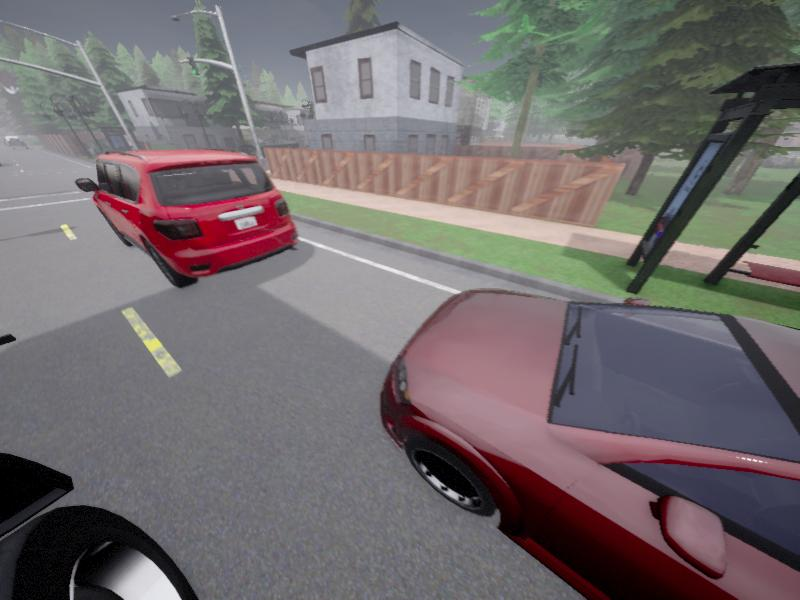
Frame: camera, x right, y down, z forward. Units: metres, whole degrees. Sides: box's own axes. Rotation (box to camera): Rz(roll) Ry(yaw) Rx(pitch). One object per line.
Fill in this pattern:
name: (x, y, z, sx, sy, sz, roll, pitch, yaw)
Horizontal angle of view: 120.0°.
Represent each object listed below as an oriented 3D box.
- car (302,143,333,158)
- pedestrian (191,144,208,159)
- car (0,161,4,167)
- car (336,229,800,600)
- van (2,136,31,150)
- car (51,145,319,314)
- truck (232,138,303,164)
car: (-10.950, -20.053, 30.889, 1.845, 1.501, 3.633, 12, 37, 16)
pedestrian: (-22.105, -16.393, 25.495, 0.751, 1.300, 0.751, 7, 36, 9)
car: (-36.114, -12.145, 19.627, 4.181, 1.385, 1.994, 22, 41, 28)
car: (1.897, 0.897, 1.468, 4.181, 1.385, 1.994, 22, 41, 28)
van: (-72.128, -29.571, 43.442, 4.480, 2.038, 2.069, 22, 41, 28)
car: (-4.651, -2.051, 5.002, 5.566, 2.045, 2.150, 22, 41, 28)
truck: (-14.026, -16.351, 25.118, 2.390, 2.098, 6.274, 16, 38, 21)
